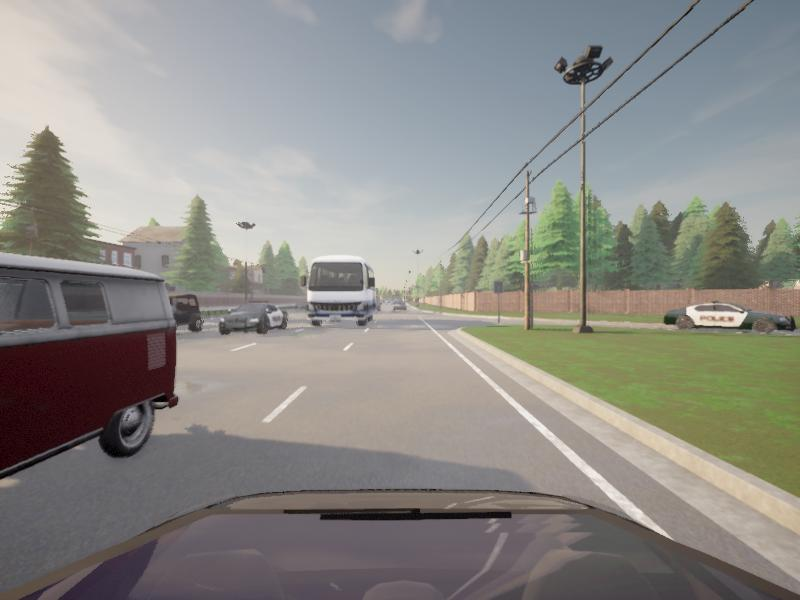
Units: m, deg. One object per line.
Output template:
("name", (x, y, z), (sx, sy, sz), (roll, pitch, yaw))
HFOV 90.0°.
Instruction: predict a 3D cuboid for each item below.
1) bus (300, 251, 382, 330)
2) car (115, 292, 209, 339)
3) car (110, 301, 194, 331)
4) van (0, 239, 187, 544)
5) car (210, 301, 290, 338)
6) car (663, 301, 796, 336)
("bus", (-3.380, -0.548, 26.521), (3.944, 4.253, 10.273), (0, 0, 0))
("car", (-10.501, 0.639, 18.014), (1.905, 1.878, 3.866), (0, 0, 0))
("car", (-14.001, 0.819, 22.940), (2.007, 1.525, 4.514), (0, 0, 0))
("van", (-3.499, 0.598, 2.680), (1.775, 1.987, 4.442), (0, 0, 0))
("car", (-7.001, 0.819, 19.361), (2.038, 1.542, 4.974), (0, 0, 0))
("car", (16.323, 0.820, 20.056), (4.974, 1.542, 2.038), (0, 0, 44))
